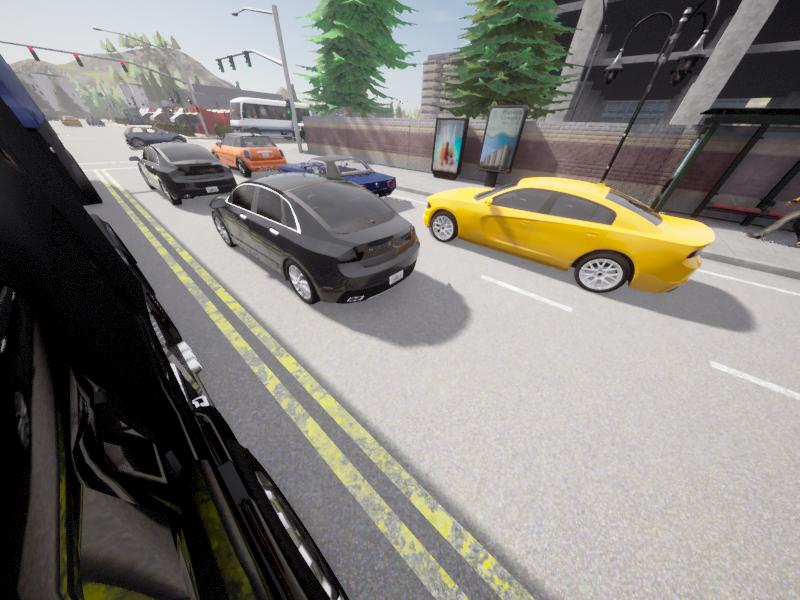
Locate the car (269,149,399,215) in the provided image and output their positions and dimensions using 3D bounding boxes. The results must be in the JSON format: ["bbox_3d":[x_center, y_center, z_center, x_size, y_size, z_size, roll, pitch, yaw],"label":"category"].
[{"bbox_3d":[-2.472,-4.484,8.396,4.718,1.301,1.895,28,44,30],"label":"car"}]

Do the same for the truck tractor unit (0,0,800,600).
[{"bbox_3d":[-2.645,-0.295,0.352,6.516,4.208,3.053,28,44,30],"label":"truck tractor unit"}]

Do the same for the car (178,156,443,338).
[{"bbox_3d":[-1.889,-1.514,4.299,4.892,1.490,1.837,28,44,30],"label":"car"}]

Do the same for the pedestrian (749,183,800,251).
[{"bbox_3d":[9.588,-2.219,5.367,0.751,1.860,0.751,-26,45,-32],"label":"pedestrian"}]

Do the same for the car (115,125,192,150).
[{"bbox_3d":[-20.109,-13.401,19.025,1.970,1.475,3.806,28,43,29],"label":"car"}]

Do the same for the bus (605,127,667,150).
[{"bbox_3d":[61.492,-42.479,60.718,10.273,4.253,3.944,28,44,30],"label":"bus"}]

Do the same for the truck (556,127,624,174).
[{"bbox_3d":[13.953,-11.031,16.932,2.615,2.467,5.204,28,44,30],"label":"truck"}]

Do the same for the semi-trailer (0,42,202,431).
[{"bbox_3d":[-8.696,-3.608,4.225,14.254,4.402,2.717,28,44,30],"label":"semi-trailer"}]

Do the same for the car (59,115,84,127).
[{"bbox_3d":[-58.733,-31.929,41.292,5.008,1.535,1.882,28,43,29],"label":"car"}]

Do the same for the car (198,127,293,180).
[{"bbox_3d":[-7.821,-7.546,11.730,4.553,1.767,2.097,28,44,30],"label":"car"}]

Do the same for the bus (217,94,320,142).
[{"bbox_3d":[-16.508,-23.501,30.349,3.944,4.253,10.273,28,44,30],"label":"bus"}]

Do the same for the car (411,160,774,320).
[{"bbox_3d":[2.834,-1.748,4.874,5.008,1.535,1.882,28,44,30],"label":"car"}]

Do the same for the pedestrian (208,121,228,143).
[{"bbox_3d":[-19.508,-18.026,24.810,0.751,1.860,0.751,8,37,6],"label":"pedestrian"}]

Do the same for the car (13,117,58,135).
[{"bbox_3d":[-41.382,-19.865,26.323,4.792,1.488,2.163,28,44,30],"label":"car"}]

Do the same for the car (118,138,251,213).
[{"bbox_3d":[-7.406,-4.460,7.885,4.892,1.490,1.837,28,44,30],"label":"car"}]

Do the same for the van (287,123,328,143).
[{"bbox_3d":[-12.251,-22.468,31.084,2.069,2.038,4.480,24,42,26],"label":"van"}]

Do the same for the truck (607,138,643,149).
[{"bbox_3d":[58.220,-40.693,59.926,6.274,2.098,2.390,28,44,30],"label":"truck"}]

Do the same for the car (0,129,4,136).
[{"bbox_3d":[-40.065,-16.499,21.827,5.366,1.575,1.801,29,44,31],"label":"car"}]

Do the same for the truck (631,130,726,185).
[{"bbox_3d":[17.255,-9.271,14.792,2.615,2.467,5.204,28,44,30],"label":"truck"}]
